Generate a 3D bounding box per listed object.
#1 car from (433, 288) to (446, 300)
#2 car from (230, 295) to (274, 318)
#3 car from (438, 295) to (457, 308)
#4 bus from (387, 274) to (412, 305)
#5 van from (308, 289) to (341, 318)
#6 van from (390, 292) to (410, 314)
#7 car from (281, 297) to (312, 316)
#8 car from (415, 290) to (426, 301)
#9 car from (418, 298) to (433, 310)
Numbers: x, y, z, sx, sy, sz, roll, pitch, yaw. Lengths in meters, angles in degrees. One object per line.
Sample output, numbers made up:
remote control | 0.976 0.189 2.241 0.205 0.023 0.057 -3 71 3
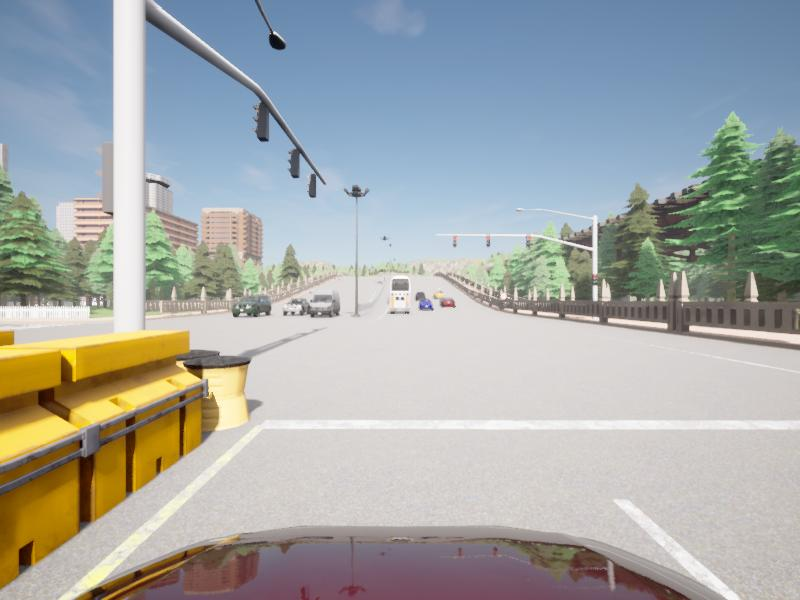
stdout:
car | 7.117 -1.139 72.780 1.801 1.575 5.366 0 7 0
car | -13.998 0.558 38.165 2.150 2.045 5.566 0 0 0
car | 7.047 0.200 59.840 2.163 1.488 4.792 0 4 0
bus | -0.031 -1.956 68.189 3.944 4.253 10.273 0 7 0
van | -7.000 0.309 37.755 1.988 2.561 5.915 0 0 0
van | 0.007 0.289 48.480 2.351 2.431 6.366 0 2 0
car | -10.494 0.636 40.951 1.932 1.855 4.605 0 0 0
car | 3.602 -0.814 70.465 1.816 1.474 4.193 0 7 0
car | 3.525 0.496 55.277 1.816 1.474 4.193 0 3 0
